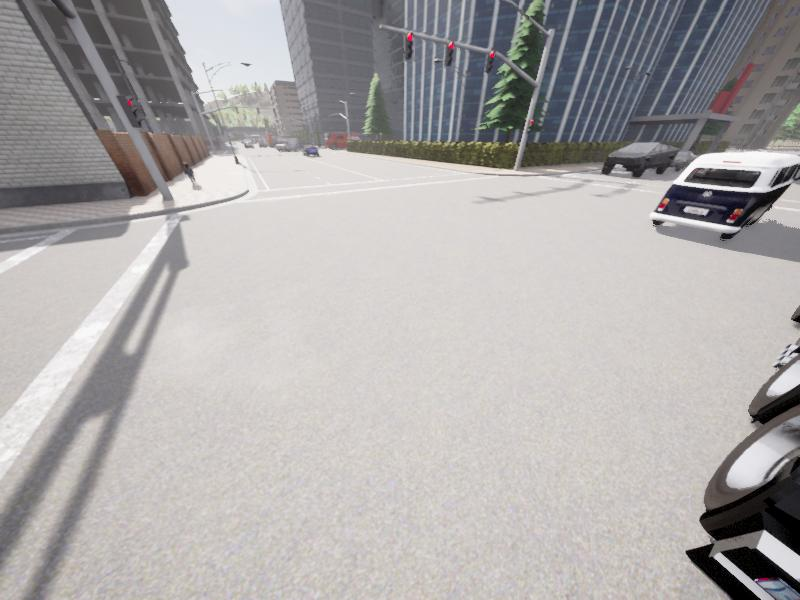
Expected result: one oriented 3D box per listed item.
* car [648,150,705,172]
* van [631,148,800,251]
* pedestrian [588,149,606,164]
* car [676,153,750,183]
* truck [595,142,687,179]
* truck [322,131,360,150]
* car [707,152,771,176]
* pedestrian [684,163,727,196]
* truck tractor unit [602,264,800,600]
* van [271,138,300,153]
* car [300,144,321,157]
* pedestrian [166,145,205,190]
[{"bbox_3d":[25.073,-12.663,20.928,4.674,1.442,1.812,-18,39,-24],"label":"car"},{"bbox_3d":[9.777,-3.236,6.912,4.480,2.038,2.069,-19,39,-24],"label":"van"},{"bbox_3d":[20.473,-14.942,23.993,0.751,1.300,0.751,-18,39,-24],"label":"pedestrian"},{"bbox_3d":[21.563,-9.212,15.948,4.193,1.474,1.816,-18,39,-24],"label":"car"},{"bbox_3d":[18.260,-10.698,17.519,6.274,2.098,2.390,-18,39,-24],"label":"truck"},{"bbox_3d":[-14.667,-40.194,58.229,8.468,3.827,2.891,-19,39,-25],"label":"truck"},{"bbox_3d":[27.625,-11.163,18.855,4.181,1.385,1.994,-19,39,-25],"label":"car"},{"bbox_3d":[15.008,-5.969,11.405,0.751,1.300,0.751,-29,44,-35],"label":"pedestrian"},{"bbox_3d":[5.105,-0.309,0.776,6.516,4.208,3.053,-19,39,-24],"label":"truck tractor unit"},{"bbox_3d":[-23.433,-32.031,47.734,2.351,2.431,6.366,2,35,4],"label":"van"},{"bbox_3d":[-14.115,-23.525,36.372,2.007,1.525,4.514,-17,38,-23],"label":"car"},{"bbox_3d":[-10.733,-6.668,11.643,0.751,1.860,0.751,-21,40,-28],"label":"pedestrian"}]
